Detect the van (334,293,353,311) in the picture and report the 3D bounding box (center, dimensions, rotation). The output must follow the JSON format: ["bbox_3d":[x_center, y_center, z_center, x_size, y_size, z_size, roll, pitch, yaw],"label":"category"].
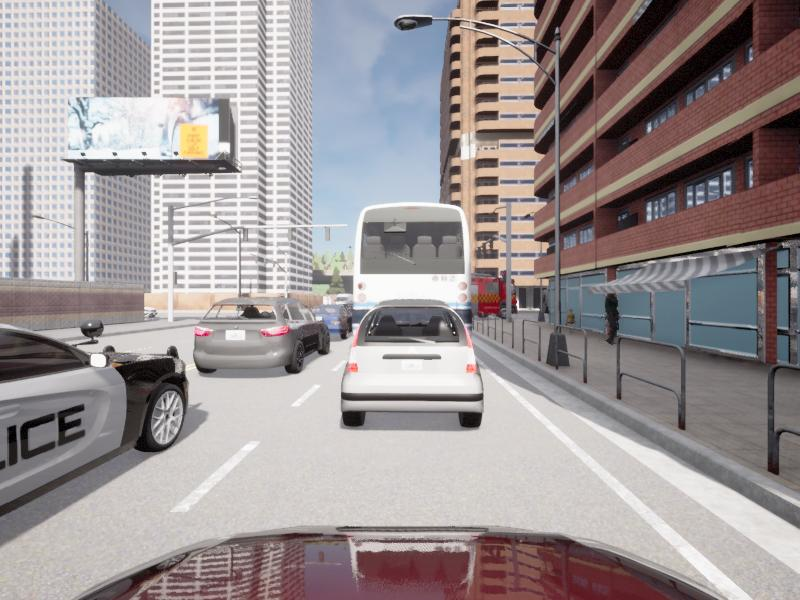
[{"bbox_3d":[-8.660,0.322,61.725,1.988,2.561,5.915,0,0,2],"label":"van"}]

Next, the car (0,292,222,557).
[{"bbox_3d":[-3.426,0.771,2.773,1.930,1.638,5.238,0,0,2],"label":"car"}]

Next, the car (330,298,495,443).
[{"bbox_3d":[0.191,0.788,6.481,1.851,1.617,3.988,0,0,2],"label":"car"}]

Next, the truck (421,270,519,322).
[{"bbox_3d":[5.943,-0.321,33.007,8.468,3.827,2.891,0,0,-36],"label":"truck"}]

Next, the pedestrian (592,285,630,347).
[{"bbox_3d":[6.660,0.485,12.646,0.751,1.860,0.751,0,0,-25],"label":"pedestrian"}]

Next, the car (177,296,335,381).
[{"bbox_3d":[-3.202,0.756,10.151,2.242,1.667,4.611,0,0,2],"label":"car"}]

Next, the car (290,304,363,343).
[{"bbox_3d":[-2.979,0.895,17.527,2.033,1.411,5.357,0,0,2],"label":"car"}]

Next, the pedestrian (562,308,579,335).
[{"bbox_3d":[7.036,0.882,16.479,0.500,1.100,0.500,0,0,3],"label":"pedestrian"}]

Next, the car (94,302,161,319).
[{"bbox_3d":[-23.788,0.870,35.048,4.674,1.442,1.812,0,0,2],"label":"car"}]

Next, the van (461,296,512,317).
[{"bbox_3d":[8.010,0.598,37.506,4.442,1.987,1.775,0,0,2],"label":"van"}]

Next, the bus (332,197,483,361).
[{"bbox_3d":[0.342,-0.534,15.571,3.944,4.253,10.273,0,0,2],"label":"bus"}]

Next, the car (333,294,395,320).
[{"bbox_3d":[-3.042,0.570,34.675,2.150,2.045,5.566,0,0,37],"label":"car"}]
